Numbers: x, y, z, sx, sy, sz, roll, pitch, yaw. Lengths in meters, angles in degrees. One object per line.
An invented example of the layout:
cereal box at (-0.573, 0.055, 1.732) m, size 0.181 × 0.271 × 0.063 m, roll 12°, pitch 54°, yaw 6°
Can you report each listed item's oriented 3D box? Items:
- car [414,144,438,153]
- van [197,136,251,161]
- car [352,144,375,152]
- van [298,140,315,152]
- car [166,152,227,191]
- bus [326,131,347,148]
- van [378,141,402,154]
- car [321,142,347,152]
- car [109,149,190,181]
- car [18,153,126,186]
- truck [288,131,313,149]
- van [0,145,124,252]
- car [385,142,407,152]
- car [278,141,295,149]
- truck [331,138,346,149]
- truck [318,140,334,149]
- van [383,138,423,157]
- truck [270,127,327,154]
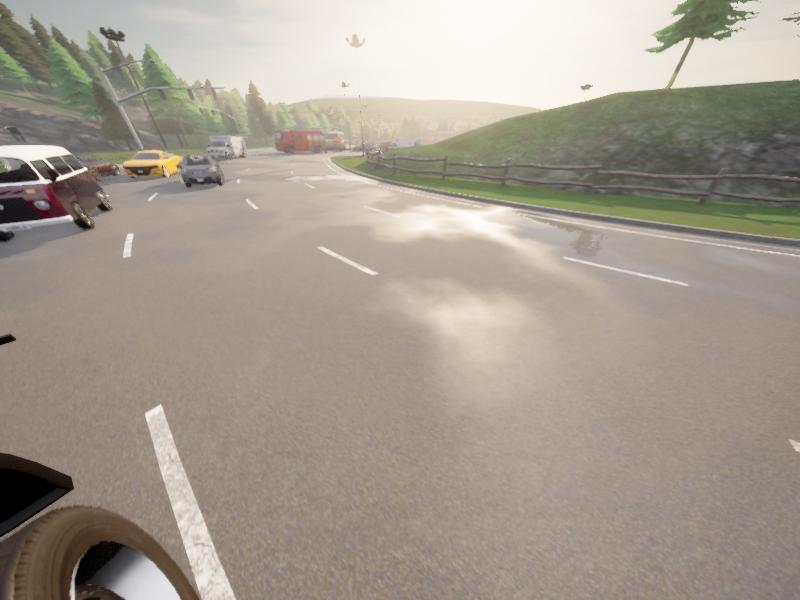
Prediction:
car at (5.659, -33.204, 50.576) m, size 4.974 × 1.542 × 2.038 m, roll 1°, pitch 35°, yaw -1°
van at (-22.118, -19.460, 29.538) m, size 2.351 × 2.431 × 6.366 m, roll -3°, pitch 35°, yaw -5°
car at (-7.821, -33.162, 50.332) m, size 4.792 × 1.488 × 2.163 m, roll -2°, pitch 35°, yaw -3°
van at (-19.776, -32.780, 49.097) m, size 2.069 × 2.038 × 4.480 m, roll -3°, pitch 35°, yaw -5°
car at (-11.287, -7.401, 13.127) m, size 1.845 × 1.501 × 3.633 m, roll -18°, pitch 39°, yaw -24°
bus at (-20.439, -52.486, 75.534) m, size 3.944 × 4.253 × 10.273 m, roll 1°, pitch 35°, yaw 0°
van at (-1.916, -29.434, 44.613) m, size 4.442 × 1.987 × 1.775 m, roll 0°, pitch 35°, yaw -1°
car at (-13.945, -32.328, 48.909) m, size 5.027 × 1.651 × 2.152 m, roll -12°, pitch 37°, yaw -17°
car at (-16.905, -9.465, 16.005) m, size 1.882 × 1.535 × 5.008 m, roll -12°, pitch 37°, yaw -18°
car at (-19.620, -8.142, 14.204) m, size 1.994 × 1.385 × 4.181 m, roll -14°, pitch 37°, yaw -20°
truck at (-27.709, -44.946, 64.933) m, size 2.891 × 3.827 × 8.468 m, roll 1°, pitch 35°, yaw 0°
van at (-10.448, -3.187, 6.628) m, size 2.069 × 2.038 × 4.480 m, roll -23°, pitch 41°, yaw -30°
car at (-0.820, -33.396, 50.433) m, size 4.605 × 1.855 × 1.932 m, roll 0°, pitch 35°, yaw -1°
car at (-31.211, -42.876, 63.826) m, size 2.152 × 1.651 × 5.027 m, roll 0°, pitch 35°, yaw 0°
truck at (-17.215, -43.962, 64.834) m, size 2.627 × 2.467 × 5.204 m, roll 1°, pitch 36°, yaw 0°
truck at (-20.726, -43.673, 64.724) m, size 2.390 × 2.098 × 6.274 m, roll 0°, pitch 35°, yaw 0°
van at (0.462, -25.633, 38.791) m, size 6.366 × 2.431 × 2.351 m, roll 1°, pitch 35°, yaw 0°
truck at (-18.105, -28.923, 42.007) m, size 8.468 × 3.827 × 2.891 m, roll -28°, pitch 44°, yaw -35°
